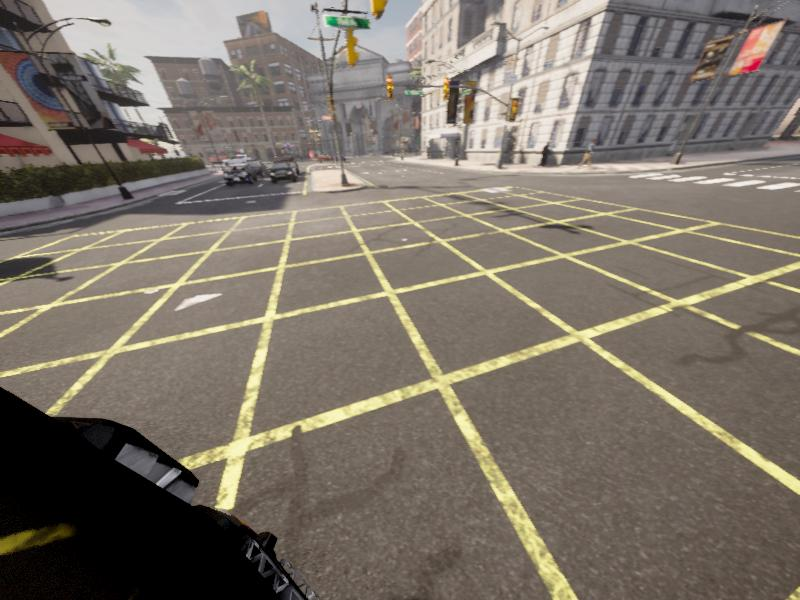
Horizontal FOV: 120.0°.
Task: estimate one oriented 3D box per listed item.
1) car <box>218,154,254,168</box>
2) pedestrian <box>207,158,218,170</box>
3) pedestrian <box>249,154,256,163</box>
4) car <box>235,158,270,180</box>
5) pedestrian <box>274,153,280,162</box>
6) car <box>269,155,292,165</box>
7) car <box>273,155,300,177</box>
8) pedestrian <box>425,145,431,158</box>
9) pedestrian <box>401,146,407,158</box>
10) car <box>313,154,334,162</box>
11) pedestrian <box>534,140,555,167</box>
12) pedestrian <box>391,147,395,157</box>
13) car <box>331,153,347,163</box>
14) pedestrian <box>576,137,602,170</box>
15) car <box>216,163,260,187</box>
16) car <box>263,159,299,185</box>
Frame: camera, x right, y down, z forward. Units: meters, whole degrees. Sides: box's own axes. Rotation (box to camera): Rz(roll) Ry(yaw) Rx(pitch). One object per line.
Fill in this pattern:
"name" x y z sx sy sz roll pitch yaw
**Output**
"car" -34.567 -29.460 48.945 5.566 2.045 2.150 -12 35 -13
"pedestrian" -33.361 -24.208 41.117 0.751 1.860 0.751 -12 35 -13
"pedestrian" -36.704 -35.154 57.491 0.751 1.860 0.751 -28 41 -33
"car" -15.950 -14.433 25.332 1.930 1.638 5.238 -12 35 -14
"pedestrian" -31.975 -37.141 60.084 0.751 1.860 0.751 -12 35 -13
"car" -26.308 -30.998 51.102 4.193 1.474 1.816 -12 35 -13
"car" -12.442 -14.944 25.602 1.932 1.855 4.605 -12 35 -14
"pedestrian" 4.678 -25.051 39.047 0.751 1.860 0.751 -11 35 -12
"pedestrian" 0.701 -27.548 43.103 0.751 1.860 0.751 -22 38 -26
"car" -16.169 -30.005 48.962 4.718 1.301 1.895 27 44 37
"pedestrian" 11.804 -11.967 18.896 0.751 1.860 0.751 -15 36 -18
"pedestrian" -1.566 -34.459 53.901 0.751 1.860 0.751 -11 35 -12
"car" -11.587 -26.862 43.758 1.812 1.442 4.674 -16 36 -18
"pedestrian" 13.072 -10.094 15.993 0.751 1.860 0.751 22 41 33
"car" -13.853 -10.912 20.044 1.970 1.475 3.806 -12 35 -14
"car" -10.482 -11.573 20.714 2.038 1.542 4.974 -13 35 -14
